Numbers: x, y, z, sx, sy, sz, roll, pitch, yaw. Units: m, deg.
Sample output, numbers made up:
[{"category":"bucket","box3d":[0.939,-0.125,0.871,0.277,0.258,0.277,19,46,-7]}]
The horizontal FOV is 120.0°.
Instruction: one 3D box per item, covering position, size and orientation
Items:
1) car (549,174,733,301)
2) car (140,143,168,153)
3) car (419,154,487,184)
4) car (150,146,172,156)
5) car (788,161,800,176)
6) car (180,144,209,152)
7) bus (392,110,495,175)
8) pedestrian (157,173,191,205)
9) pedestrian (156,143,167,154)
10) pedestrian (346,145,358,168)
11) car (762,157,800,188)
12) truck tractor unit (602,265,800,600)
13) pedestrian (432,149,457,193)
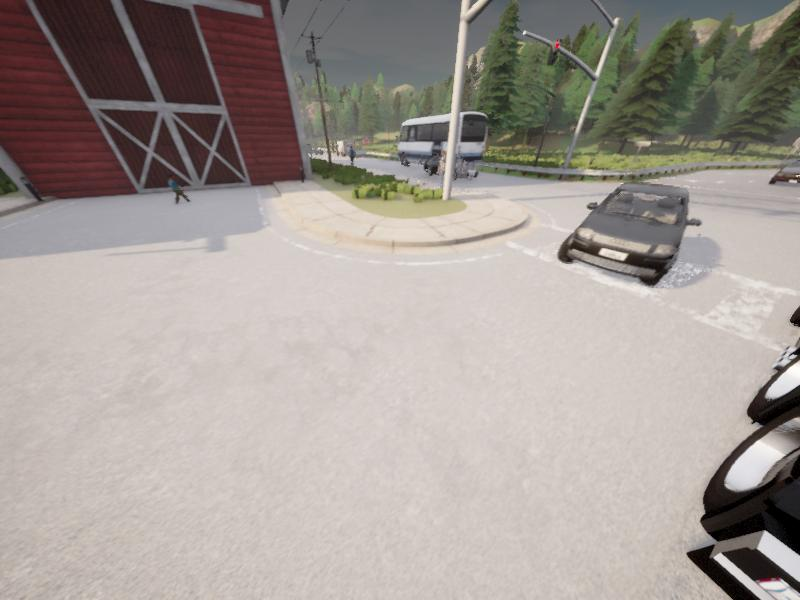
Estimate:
[{"category":"car","box3d":[5.258,-1.721,5.222,3.705,1.549,1.789,-29,45,-36]},{"category":"car","box3d":[-59.008,-36.474,55.432,3.866,1.878,1.905,-18,38,-24]},{"category":"car","box3d":[3.677,-9.841,17.120,2.128,1.511,4.902,-17,38,-23]},{"category":"car","box3d":[-46.148,-28.866,44.726,1.816,1.474,4.193,-18,38,-24]},{"category":"car","box3d":[35.436,-11.375,19.215,4.611,1.667,2.242,-19,39,-23]},{"category":"car","box3d":[-52.895,-39.157,59.552,1.930,1.638,5.238,13,36,17]},{"category":"bus","box3d":[3.409,-15.299,22.642,3.944,4.253,10.273,-18,38,-24]},{"category":"pedestrian","box3d":[-9.122,-4.491,9.367,0.500,1.100,0.500,-18,38,-24]},{"category":"pedestrian","box3d":[-48.321,-30.754,46.862,0.751,1.860,0.751,-17,38,-23]},{"category":"pedestrian","box3d":[-4.621,-13.841,22.302,0.751,1.860,0.751,-18,38,-24]},{"category":"car","box3d":[26.377,-8.325,15.017,5.357,1.411,2.033,-18,38,-24]},{"category":"truck tractor unit","box3d":[5.110,-0.301,0.791,6.516,4.208,3.053,-18,39,-24]},{"category":"pedestrian","box3d":[2.206,-6.523,11.666,0.751,1.860,0.751,-21,40,-27]}]
